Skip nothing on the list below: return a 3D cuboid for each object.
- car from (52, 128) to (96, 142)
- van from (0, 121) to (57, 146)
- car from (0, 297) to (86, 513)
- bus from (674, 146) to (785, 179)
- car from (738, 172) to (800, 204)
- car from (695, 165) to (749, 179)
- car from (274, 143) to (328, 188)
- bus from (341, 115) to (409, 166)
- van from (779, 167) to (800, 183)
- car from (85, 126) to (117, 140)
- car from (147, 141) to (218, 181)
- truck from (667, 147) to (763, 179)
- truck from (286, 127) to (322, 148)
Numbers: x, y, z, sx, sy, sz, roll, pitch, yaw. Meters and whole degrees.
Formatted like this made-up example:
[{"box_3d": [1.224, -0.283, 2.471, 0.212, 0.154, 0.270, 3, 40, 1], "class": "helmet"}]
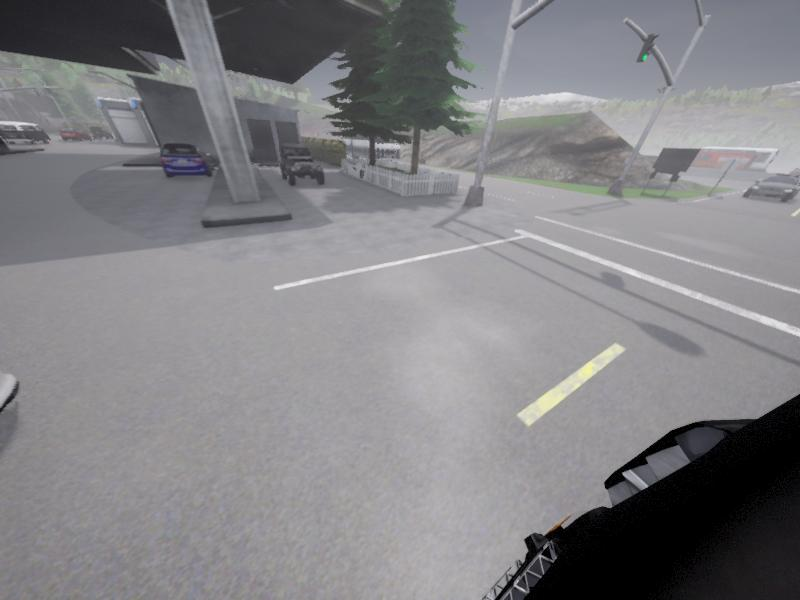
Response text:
[{"box_3d": [-46.950, -23.882, 33.440, 2.007, 1.525, 4.514, -16, 39, -26], "class": "car"}, {"box_3d": [-41.308, -18.329, 25.405, 2.069, 2.038, 4.480, -16, 39, -26], "class": "van"}, {"box_3d": [-4.930, 1.245, 0.426, 4.674, 1.442, 1.812, -16, 38, -26], "class": "car"}, {"box_3d": [58.754, -25.071, 41.829, 3.944, 4.253, 10.273, -16, 39, -26], "class": "bus"}, {"box_3d": [26.694, -8.018, 16.359, 4.974, 1.542, 2.038, -16, 39, -26], "class": "car"}, {"box_3d": [56.254, -22.520, 40.487, 2.152, 1.651, 5.027, -16, 39, -26], "class": "car"}, {"box_3d": [-5.867, -7.970, 13.535, 1.905, 1.878, 3.866, -16, 39, -26], "class": "car"}, {"box_3d": [-3.438, -19.246, 28.027, 3.944, 4.253, 10.273, -16, 39, -26], "class": "bus"}, {"box_3d": [63.541, -19.299, 35.858, 1.775, 1.987, 4.442, -16, 39, -26], "class": "van"}, {"box_3d": [-51.716, -28.916, 40.039, 1.905, 1.878, 3.866, -16, 39, -26], "class": "car"}, {"box_3d": [-12.944, -8.618, 14.164, 2.242, 1.667, 4.611, -16, 39, -26], "class": "car"}, {"box_3d": [52.696, -23.289, 39.098, 2.891, 3.827, 8.468, -16, 39, -26], "class": "truck"}, {"box_3d": [-24.292, -41.118, 58.397, 8.468, 3.827, 2.891, 19, 37, 21], "class": "truck"}]
